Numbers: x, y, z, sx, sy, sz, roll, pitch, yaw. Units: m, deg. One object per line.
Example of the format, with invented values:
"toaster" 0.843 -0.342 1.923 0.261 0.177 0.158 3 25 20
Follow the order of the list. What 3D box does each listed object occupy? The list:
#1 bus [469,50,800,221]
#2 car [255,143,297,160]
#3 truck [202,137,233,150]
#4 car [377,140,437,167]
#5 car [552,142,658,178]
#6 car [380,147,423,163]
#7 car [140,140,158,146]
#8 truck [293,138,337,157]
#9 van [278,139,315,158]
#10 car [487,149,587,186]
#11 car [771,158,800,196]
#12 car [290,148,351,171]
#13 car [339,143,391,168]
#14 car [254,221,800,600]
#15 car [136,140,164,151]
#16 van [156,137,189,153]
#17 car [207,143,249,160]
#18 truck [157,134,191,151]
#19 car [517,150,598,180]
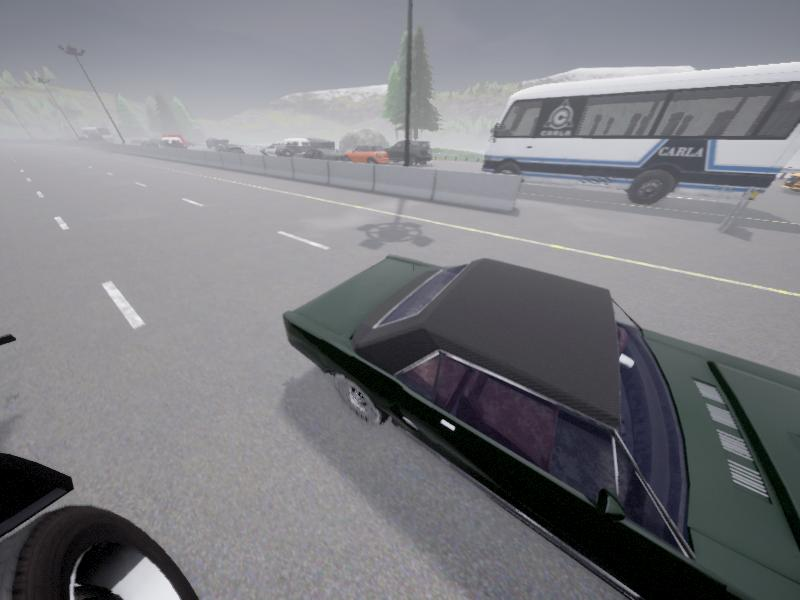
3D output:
"bus" 9.137 -7.071 10.383 10.273 4.253 3.944 22 41 28
"car" -15.444 -18.551 28.784 4.974 1.542 2.038 22 40 28
"truck" -38.530 -33.137 48.771 6.274 2.098 2.390 22 41 28
"car" 0.590 -14.665 23.001 5.566 2.045 2.150 22 41 28
"car" 15.526 -11.017 17.984 5.566 2.045 2.150 22 41 28
"car" 0.168 -16.989 26.950 4.718 1.301 1.895 22 41 28
"car" -66.968 -41.974 61.707 4.718 1.301 1.895 22 41 28
"truck" -12.472 -22.483 33.921 6.274 2.098 2.390 22 41 28
"van" -14.002 -20.626 31.315 4.480 2.038 2.069 22 41 28
"car" 8.699 -8.717 15.000 5.027 1.651 2.152 22 40 28
"car" 22.349 -5.562 10.744 5.008 1.535 1.882 22 41 28
"car" -7.134 -12.636 20.596 5.357 1.411 2.033 22 41 28
"car" -3.293 -13.689 21.785 4.553 1.767 2.097 22 41 28
"car" 1.233 0.661 1.870 4.718 1.301 1.895 22 41 28
"car" -46.871 -28.900 43.221 4.902 1.511 2.128 22 41 28
"van" -36.496 -24.903 37.143 4.480 2.038 2.069 22 41 28
"car" -21.266 -18.460 28.613 4.902 1.511 2.128 22 41 28
"truck" -43.464 -30.386 44.484 5.204 2.467 2.627 22 41 28
"car" 11.410 -10.029 16.980 4.514 1.525 2.007 22 41 28
